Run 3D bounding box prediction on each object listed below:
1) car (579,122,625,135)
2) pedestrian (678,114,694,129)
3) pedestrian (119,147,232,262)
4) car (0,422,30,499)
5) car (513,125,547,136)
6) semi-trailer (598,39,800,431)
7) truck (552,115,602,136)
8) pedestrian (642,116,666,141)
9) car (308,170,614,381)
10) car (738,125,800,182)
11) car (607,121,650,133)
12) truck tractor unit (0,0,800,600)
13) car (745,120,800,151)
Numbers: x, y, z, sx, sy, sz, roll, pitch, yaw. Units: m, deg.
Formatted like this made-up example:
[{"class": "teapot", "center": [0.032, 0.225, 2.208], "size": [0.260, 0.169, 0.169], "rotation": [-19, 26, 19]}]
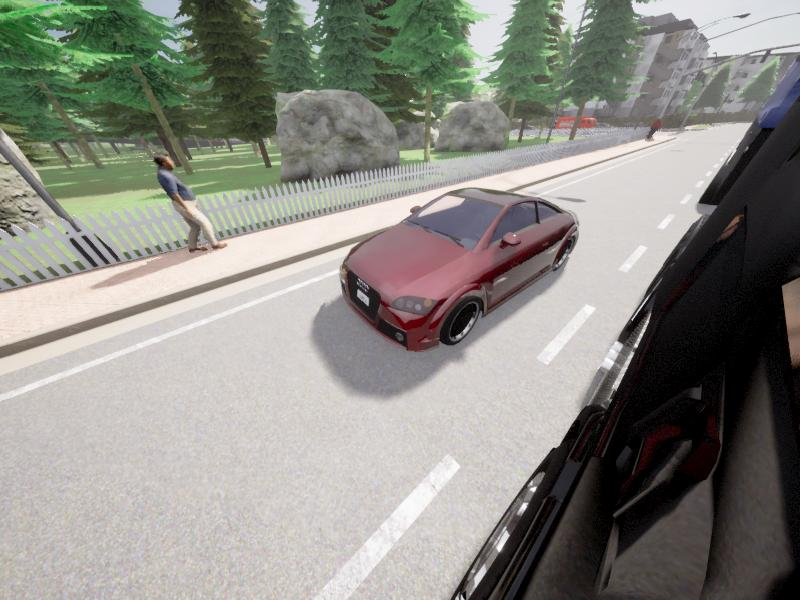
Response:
[{"class": "car", "center": [31.964, -27.225, 36.726], "size": [2.128, 1.511, 4.902], "rotation": [-26, 43, -28]}, {"class": "pedestrian", "center": [47.677, -29.741, 38.517], "size": [0.751, 1.860, 0.751], "rotation": [-18, 39, -20]}, {"class": "pedestrian", "center": [-4.212, -1.830, 4.505], "size": [0.751, 1.860, 0.751], "rotation": [-29, 44, -30]}, {"class": "car", "center": [-4.469, 1.840, 0.126], "size": [3.988, 1.617, 1.851], "rotation": [-27, 43, -29]}, {"class": "car", "center": [23.190, -30.317, 41.423], "size": [1.837, 1.490, 4.892], "rotation": [-26, 43, -28]}, {"class": "semi-trailer", "center": [8.708, -3.601, 4.214], "size": [14.254, 4.402, 2.717], "rotation": [-28, 44, -30]}, {"class": "truck", "center": [27.677, -27.359, 36.375], "size": [2.627, 2.467, 5.204], "rotation": [-26, 43, -28]}, {"class": "pedestrian", "center": [24.550, -16.556, 22.362], "size": [0.751, 1.860, 0.751], "rotation": [-26, 43, -28]}, {"class": "car", "center": [1.114, -0.949, 3.698], "size": [4.181, 1.385, 1.994], "rotation": [-26, 43, -28]}, {"class": "car", "center": [16.359, -6.266, 9.682], "size": [5.366, 1.575, 1.801], "rotation": [-27, 43, -30]}, {"class": "car", "center": [38.485, -29.193, 38.999], "size": [1.812, 1.442, 4.674], "rotation": [-27, 43, -28]}, {"class": "truck tractor unit", "center": [2.645, -0.295, 0.351], "size": [6.516, 4.208, 3.053], "rotation": [-28, 44, -30]}, {"class": "car", "center": [26.810, -11.666, 16.296], "size": [4.792, 1.488, 2.163], "rotation": [-27, 43, -29]}]
